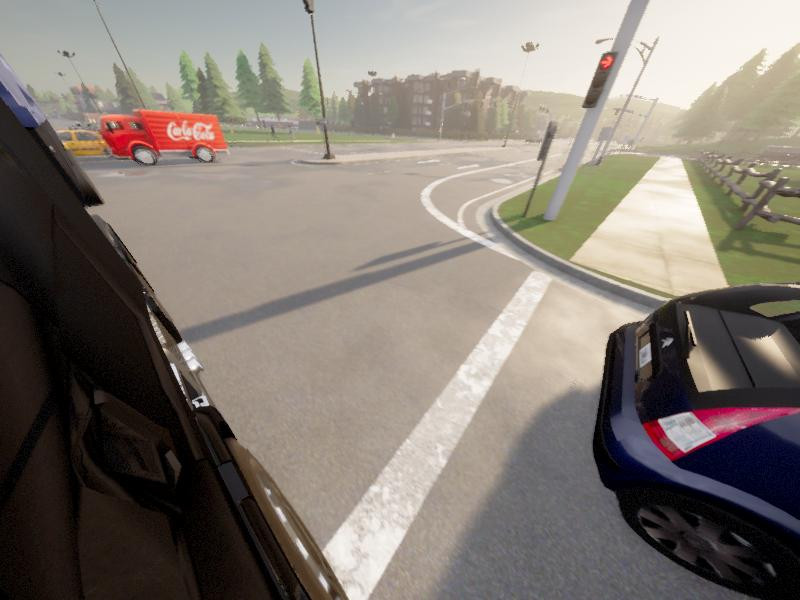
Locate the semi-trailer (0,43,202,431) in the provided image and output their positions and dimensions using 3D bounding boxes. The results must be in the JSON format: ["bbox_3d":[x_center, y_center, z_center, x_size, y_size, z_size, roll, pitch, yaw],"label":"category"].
[{"bbox_3d":[-8.701,-3.585,4.250,14.254,4.402,2.717,28,44,30],"label":"semi-trailer"}]

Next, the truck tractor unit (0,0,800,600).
[{"bbox_3d":[-2.645,-0.295,0.351,6.516,4.208,3.053,28,44,30],"label":"truck tractor unit"}]

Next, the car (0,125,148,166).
[{"bbox_3d":[-18.471,-8.781,13.027,1.801,1.575,5.366,28,44,30],"label":"car"}]

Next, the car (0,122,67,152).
[{"bbox_3d":[-26.469,-11.818,16.695,4.902,1.511,2.128,28,44,30],"label":"car"}]

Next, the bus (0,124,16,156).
[{"bbox_3d":[-28.841,-11.559,13.916,10.273,4.253,3.944,28,44,30],"label":"bus"}]

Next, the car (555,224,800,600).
[{"bbox_3d":[3.336,1.217,0.865,3.988,1.617,1.851,28,44,30],"label":"car"}]

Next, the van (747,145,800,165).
[{"bbox_3d":[53.148,-20.313,32.340,4.442,1.987,1.775,28,44,30],"label":"van"}]

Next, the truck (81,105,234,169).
[{"bbox_3d":[-13.395,-9.302,13.298,2.627,2.467,5.204,28,43,30],"label":"truck"}]

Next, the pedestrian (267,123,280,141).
[{"bbox_3d":[-16.462,-21.793,30.074,0.751,1.860,0.751,-29,47,-35],"label":"pedestrian"}]

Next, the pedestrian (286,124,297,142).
[{"bbox_3d":[-14.731,-22.658,31.336,0.751,1.860,0.751,31,45,33],"label":"pedestrian"}]

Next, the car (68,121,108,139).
[{"bbox_3d":[-35.286,-19.205,26.122,3.806,1.475,1.970,28,44,30],"label":"car"}]

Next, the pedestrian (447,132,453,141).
[{"bbox_3d":[11.889,-39.100,55.203,0.751,1.860,0.751,27,43,29],"label":"pedestrian"}]

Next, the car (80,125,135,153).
[{"bbox_3d":[-22.548,-12.454,17.809,4.193,1.474,1.816,28,44,30],"label":"car"}]
